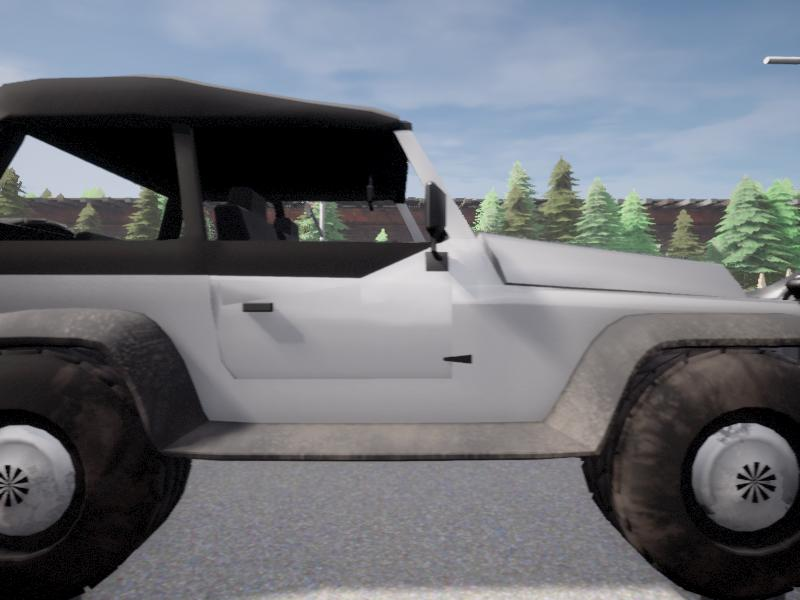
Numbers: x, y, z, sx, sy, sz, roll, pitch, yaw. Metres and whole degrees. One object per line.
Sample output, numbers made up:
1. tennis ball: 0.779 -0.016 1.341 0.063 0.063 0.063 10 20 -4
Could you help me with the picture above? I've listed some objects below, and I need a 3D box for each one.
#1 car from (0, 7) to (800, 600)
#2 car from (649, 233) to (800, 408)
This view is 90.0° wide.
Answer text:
1. car: -0.191 0.045 2.186 3.866 1.878 1.905 0 0 -1
2. car: 4.772 0.192 3.569 1.851 1.617 3.988 0 0 -23
